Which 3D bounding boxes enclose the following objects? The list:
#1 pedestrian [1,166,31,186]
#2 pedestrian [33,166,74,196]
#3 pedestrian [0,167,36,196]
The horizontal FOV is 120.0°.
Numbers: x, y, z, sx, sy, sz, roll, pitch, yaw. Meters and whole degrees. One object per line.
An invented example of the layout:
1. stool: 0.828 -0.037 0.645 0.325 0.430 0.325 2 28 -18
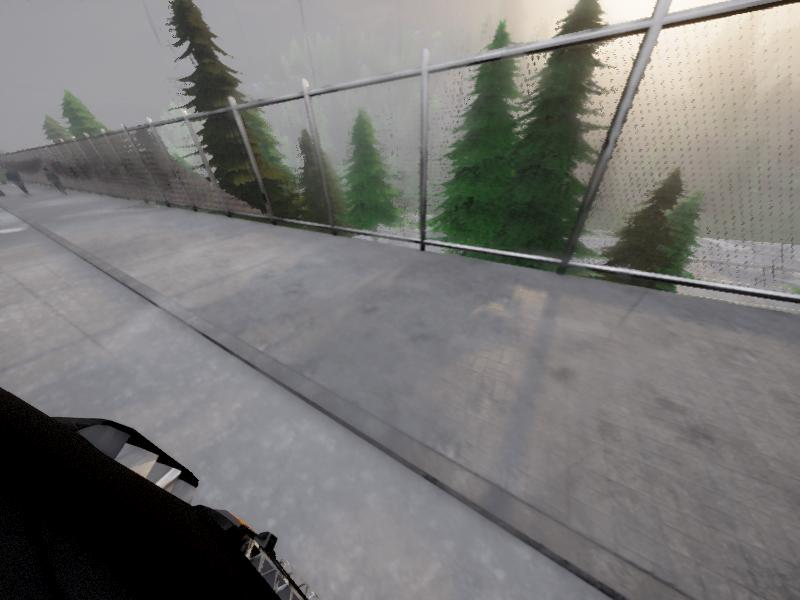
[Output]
1. pedestrian: -42.704 -13.753 25.688 0.751 1.860 0.751 11 36 19
2. pedestrian: -24.977 -8.591 16.677 0.751 1.860 0.751 16 38 26
3. pedestrian: -29.677 -9.177 17.898 0.751 1.860 0.751 18 39 28
